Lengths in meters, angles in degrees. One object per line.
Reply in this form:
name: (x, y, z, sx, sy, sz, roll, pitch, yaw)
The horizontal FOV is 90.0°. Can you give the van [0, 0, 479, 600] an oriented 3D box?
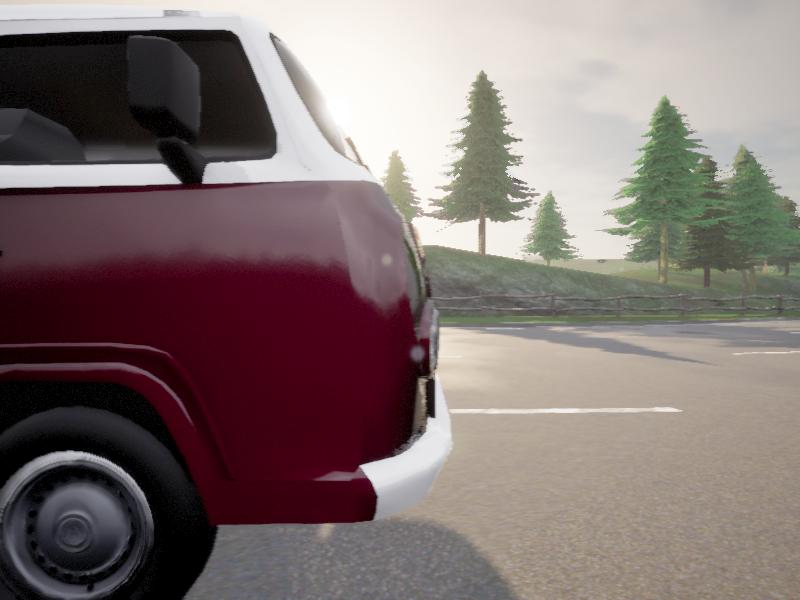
van: (-2.033, -0.022, 1.955, 4.480, 2.038, 2.069, 0, 0, 2)
